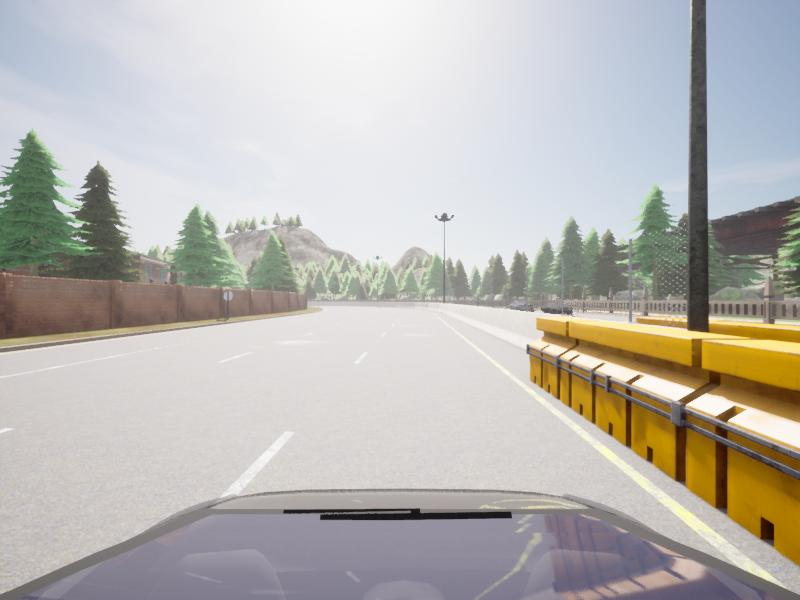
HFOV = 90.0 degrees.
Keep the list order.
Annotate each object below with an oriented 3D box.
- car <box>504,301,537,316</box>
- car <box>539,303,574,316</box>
[{"bbox_3d":[12.440,0.835,41.776,2.128,1.511,4.902,0,0,2],"label":"car"},{"bbox_3d":[15.923,0.944,41.084,1.895,1.301,4.718,0,0,2],"label":"car"}]
